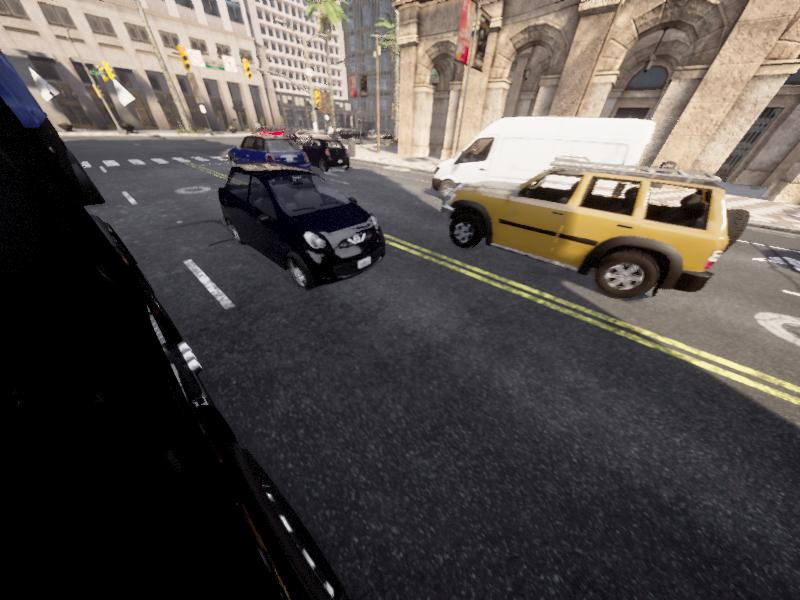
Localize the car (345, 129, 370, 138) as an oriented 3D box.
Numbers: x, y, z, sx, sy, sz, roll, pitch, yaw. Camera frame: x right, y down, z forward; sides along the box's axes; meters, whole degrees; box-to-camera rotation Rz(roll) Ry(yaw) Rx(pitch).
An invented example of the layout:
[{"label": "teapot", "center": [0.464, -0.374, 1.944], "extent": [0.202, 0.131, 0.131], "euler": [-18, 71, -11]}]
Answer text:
[{"label": "car", "center": [-8.802, -34.722, 48.206], "extent": [2.163, 1.488, 4.792], "euler": [28, 44, 30]}]

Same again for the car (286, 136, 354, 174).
[{"label": "car", "center": [-4.654, -8.569, 13.512], "extent": [3.633, 1.501, 1.845], "euler": [28, 44, 30]}]

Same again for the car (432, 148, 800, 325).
[{"label": "car", "center": [3.189, -1.738, 4.605], "extent": [4.605, 1.855, 1.932], "euler": [29, 44, 31]}]

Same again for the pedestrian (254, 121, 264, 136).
[{"label": "pedestrian", "center": [-22.716, -27.608, 37.197], "extent": [0.751, 1.860, 0.751], "euler": [-3, 37, -8]}]

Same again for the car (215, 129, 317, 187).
[{"label": "car", "center": [-6.256, -6.786, 10.811], "extent": [4.553, 1.767, 2.097], "euler": [29, 44, 30]}]

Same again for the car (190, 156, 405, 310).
[{"label": "car", "center": [-1.936, -1.615, 4.402], "extent": [3.633, 1.501, 1.845], "euler": [29, 44, 30]}]

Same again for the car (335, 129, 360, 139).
[{"label": "car", "center": [-9.798, -31.070, 43.358], "extent": [1.994, 1.385, 4.181], "euler": [28, 44, 30]}]

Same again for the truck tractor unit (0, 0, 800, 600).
[{"label": "truck tractor unit", "center": [-2.645, -0.295, 0.351], "extent": [6.516, 4.208, 3.053], "euler": [28, 44, 30]}]

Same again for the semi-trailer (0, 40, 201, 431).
[{"label": "semi-trailer", "center": [-8.677, -3.623, 4.243], "extent": [14.254, 4.402, 2.717], "euler": [28, 44, 30]}]

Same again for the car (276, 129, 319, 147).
[{"label": "car", "center": [-11.788, -18.962, 26.934], "extent": [2.038, 1.542, 4.974], "euler": [10, 38, 8]}]

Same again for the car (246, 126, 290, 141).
[{"label": "car", "center": [-17.679, -22.477, 31.246], "extent": [2.007, 1.525, 4.514], "euler": [27, 43, 28]}]

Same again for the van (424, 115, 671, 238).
[{"label": "van", "center": [3.926, -4.367, 7.619], "extent": [5.915, 2.561, 1.988], "euler": [29, 44, 30]}]

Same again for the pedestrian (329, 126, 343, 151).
[{"label": "pedestrian", "center": [-5.932, -15.106, 21.590], "extent": [0.751, 1.860, 0.751], "euler": [17, 39, 19]}]

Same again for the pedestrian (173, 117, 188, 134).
[{"label": "pedestrian", "center": [-31.375, -24.854, 32.962], "extent": [0.751, 1.860, 0.751], "euler": [28, 44, 30]}]

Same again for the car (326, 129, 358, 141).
[{"label": "car", "center": [-9.724, -27.935, 39.072], "extent": [1.837, 1.490, 4.892], "euler": [29, 44, 30]}]

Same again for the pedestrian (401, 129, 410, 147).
[{"label": "pedestrian", "center": [0.712, -20.297, 28.949], "extent": [0.751, 1.860, 0.751], "euler": [25, 42, 27]}]

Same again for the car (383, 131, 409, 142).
[{"label": "car", "center": [-0.745, -30.742, 43.377], "extent": [2.038, 1.542, 4.974], "euler": [29, 44, 30]}]
